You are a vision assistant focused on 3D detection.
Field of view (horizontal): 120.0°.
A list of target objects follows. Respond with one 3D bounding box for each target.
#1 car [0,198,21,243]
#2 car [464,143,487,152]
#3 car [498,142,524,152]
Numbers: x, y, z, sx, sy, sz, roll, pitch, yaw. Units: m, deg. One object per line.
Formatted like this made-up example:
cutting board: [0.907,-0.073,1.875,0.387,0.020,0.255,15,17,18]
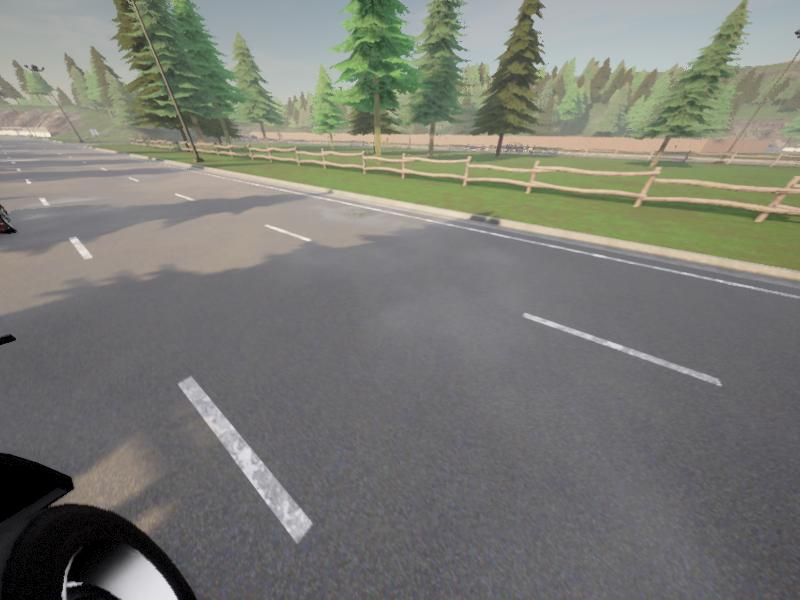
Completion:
car: [-11.733,-2.323,5.654,4.181,1.385,1.994,22,40,27]
car: [16.512,-33.451,50.658,4.181,1.385,1.994,22,40,27]
car: [25.236,-34.971,52.623,4.605,1.855,1.932,22,40,29]
